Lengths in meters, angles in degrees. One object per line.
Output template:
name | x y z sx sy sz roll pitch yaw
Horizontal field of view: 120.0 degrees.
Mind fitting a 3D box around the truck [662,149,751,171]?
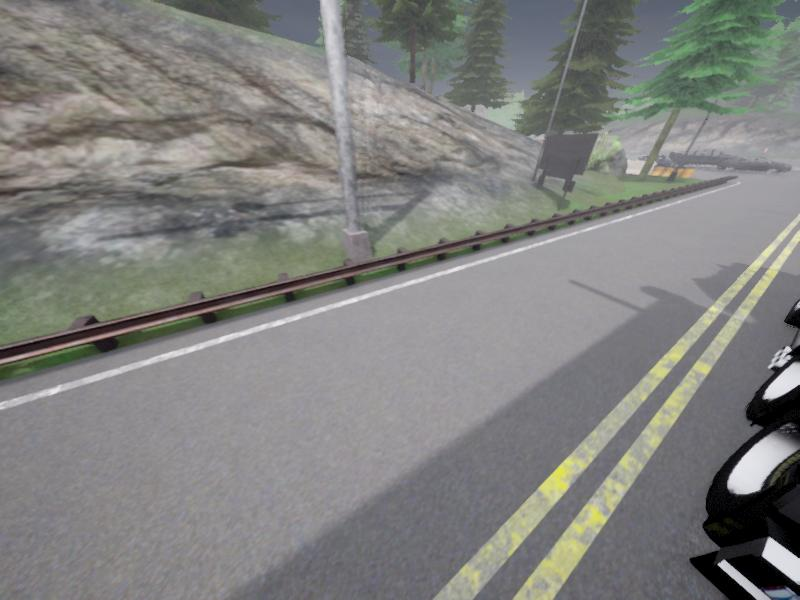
truck | 38.676 -17.972 29.444 2.390 2.098 6.274 -19 38 -26

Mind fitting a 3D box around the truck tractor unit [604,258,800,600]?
truck tractor unit | 5.097 -0.311 0.817 6.516 4.208 3.053 -18 38 -25

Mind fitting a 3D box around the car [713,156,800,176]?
car | 38.089 -14.490 24.810 2.128 1.511 4.902 -19 38 -26
